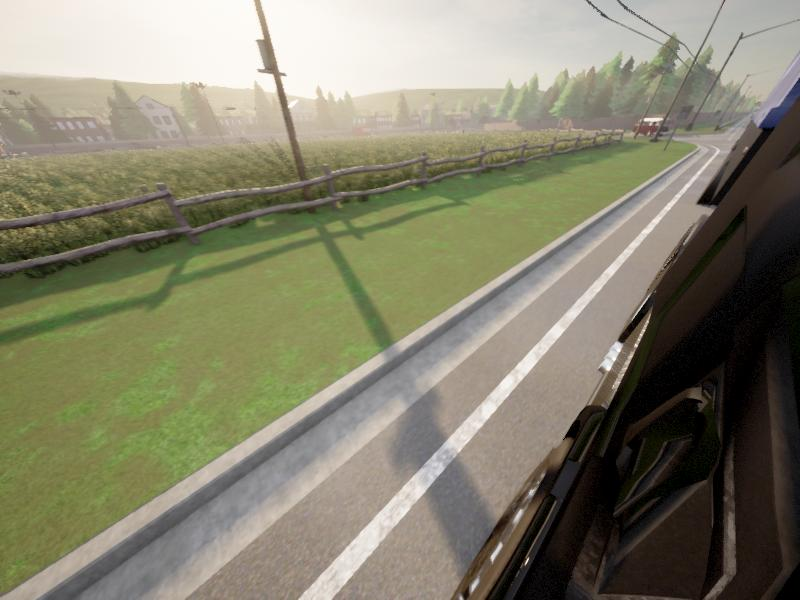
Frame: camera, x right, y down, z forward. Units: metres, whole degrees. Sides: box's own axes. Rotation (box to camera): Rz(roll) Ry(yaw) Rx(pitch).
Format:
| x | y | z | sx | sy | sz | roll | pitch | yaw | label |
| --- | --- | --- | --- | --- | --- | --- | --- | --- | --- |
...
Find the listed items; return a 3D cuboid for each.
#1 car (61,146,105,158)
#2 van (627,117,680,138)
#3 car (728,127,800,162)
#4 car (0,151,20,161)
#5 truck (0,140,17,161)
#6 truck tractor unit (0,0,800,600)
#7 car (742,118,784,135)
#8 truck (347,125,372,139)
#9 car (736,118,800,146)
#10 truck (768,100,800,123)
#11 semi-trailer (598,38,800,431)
| x | y | z | sx | sy | sz | roll | pitch | yaw | label |
| --- | --- | --- | --- | --- | --- | --- | --- | --- | --- |
| -67.571 | -31.689 | 49.333 | 5.238 | 1.638 | 1.930 | -28 | 43 | -30 | car |
| 33.547 | -23.002 | 30.856 | 2.069 | 2.038 | 4.480 | 1 | 37 | 5 | van |
| 21.309 | -9.168 | 13.539 | 4.181 | 1.385 | 1.994 | -30 | 44 | -32 | car |
| -79.266 | -28.181 | 45.475 | 4.193 | 1.474 | 1.816 | -28 | 43 | -30 | car |
| -84.296 | -29.217 | 45.219 | 8.468 | 3.827 | 2.891 | -28 | 43 | -30 | truck |
| 2.645 | -0.295 | 0.352 | 6.516 | 4.208 | 3.053 | -28 | 44 | -30 | truck tractor unit |
| 43.658 | -20.936 | 27.899 | 4.792 | 1.488 | 2.163 | -28 | 43 | -30 | car |
| -15.128 | -62.899 | 86.257 | 8.468 | 3.827 | 2.891 | -28 | 43 | -30 | truck |
| 31.094 | -14.325 | 19.660 | 5.027 | 1.651 | 2.152 | -28 | 43 | -30 | car |
| 87.644 | -42.534 | 52.261 | 8.468 | 3.827 | 2.891 | -28 | 43 | -30 | truck |
| 8.695 | -3.592 | 4.253 | 14.254 | 4.402 | 2.717 | -28 | 43 | -30 | semi-trailer |
